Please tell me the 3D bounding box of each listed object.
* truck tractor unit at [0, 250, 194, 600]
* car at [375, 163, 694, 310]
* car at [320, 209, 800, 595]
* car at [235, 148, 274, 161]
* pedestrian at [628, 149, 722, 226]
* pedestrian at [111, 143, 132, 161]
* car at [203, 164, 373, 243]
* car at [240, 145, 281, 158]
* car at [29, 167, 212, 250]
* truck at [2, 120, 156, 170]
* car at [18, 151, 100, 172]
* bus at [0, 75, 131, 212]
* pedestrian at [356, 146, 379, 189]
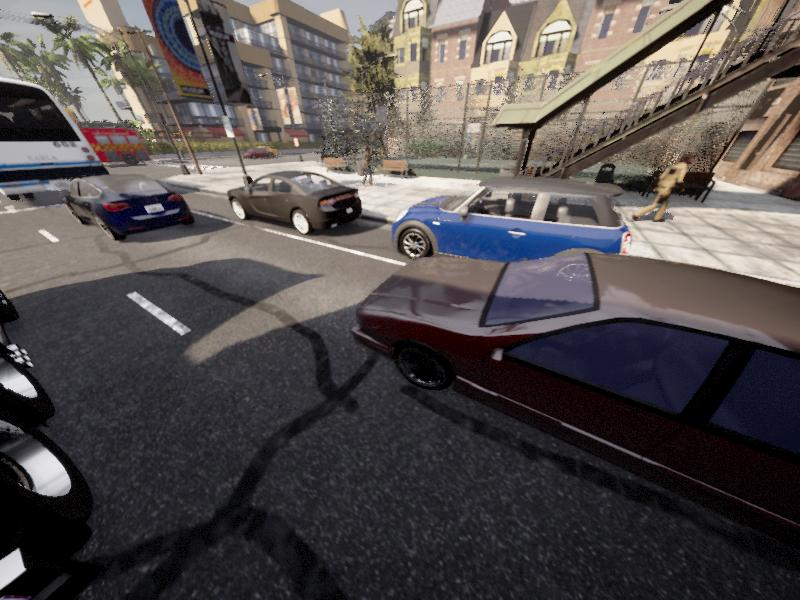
[{"bbox_3d":[-5.086,-0.324,0.814,6.516,4.208,3.053,19,39,25],"label":"truck tractor unit"},{"bbox_3d":[2.031,-1.742,4.939,4.553,1.767,2.185,18,39,24],"label":"car"},{"bbox_3d":[2.093,0.440,2.141,5.357,1.411,2.033,18,39,24],"label":"car"},{"bbox_3d":[-20.892,-21.126,33.357,1.994,1.385,4.181,18,39,24],"label":"car"},{"bbox_3d":[7.660,-3.177,6.592,0.751,1.860,0.751,10,36,14],"label":"pedestrian"},{"bbox_3d":[-35.810,-19.044,29.720,0.751,1.860,0.751,6,35,9],"label":"pedestrian"},{"bbox_3d":[-3.604,-3.385,7.560,5.008,1.535,2.097,18,39,24],"label":"car"},{"bbox_3d":[-22.284,-23.863,37.120,1.801,1.575,5.366,18,39,24],"label":"car"},{"bbox_3d":[-8.661,-3.100,7.232,4.792,1.488,2.163,18,39,24],"label":"car"},{"bbox_3d":[-32.838,-16.519,24.654,8.468,3.827,2.891,-24,42,-30],"label":"truck"},{"bbox_3d":[-32.371,-13.353,22.151,3.806,1.475,1.970,-17,38,-22],"label":"car"},{"bbox_3d":[-19.196,-7.589,11.335,10.273,4.253,3.944,18,39,24],"label":"bus"},{"bbox_3d":[-1.629,-6.818,11.895,0.751,1.860,0.751,17,38,23],"label":"pedestrian"}]
